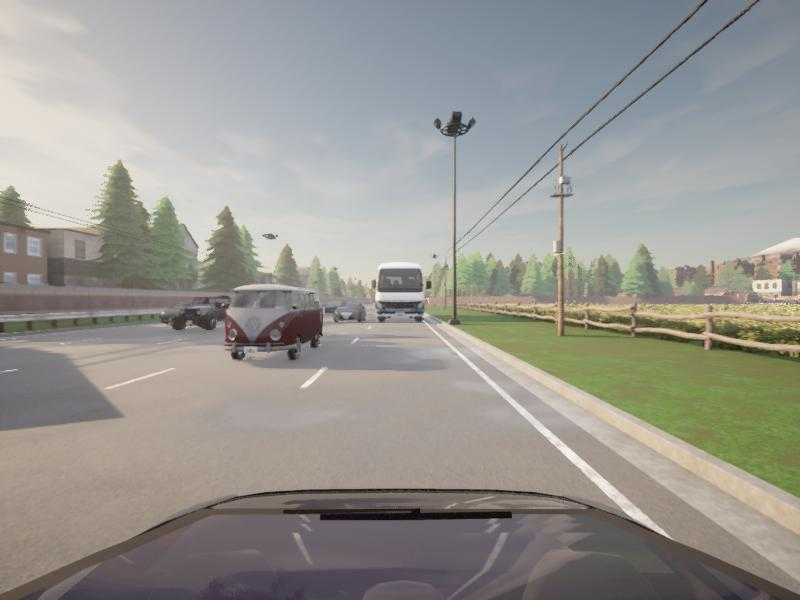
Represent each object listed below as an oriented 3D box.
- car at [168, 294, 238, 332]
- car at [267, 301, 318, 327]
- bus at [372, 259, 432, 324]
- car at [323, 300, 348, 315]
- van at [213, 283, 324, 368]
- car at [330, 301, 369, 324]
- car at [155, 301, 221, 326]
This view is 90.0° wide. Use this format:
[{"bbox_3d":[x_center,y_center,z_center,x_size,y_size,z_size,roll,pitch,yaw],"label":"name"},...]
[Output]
[{"bbox_3d":[-10.501,0.642,21.680,1.905,1.878,3.866,0,0,0],"label":"car"},{"bbox_3d":[-6.997,0.820,26.534,2.038,1.542,4.974,0,0,0],"label":"car"},{"bbox_3d":[0.122,-0.540,31.185,3.944,4.253,10.273,0,0,0],"label":"bus"},{"bbox_3d":[-6.998,0.815,43.781,1.882,1.535,5.008,0,0,0],"label":"car"},{"bbox_3d":[-3.500,0.597,11.583,1.775,1.987,4.442,0,0,0],"label":"van"},{"bbox_3d":[-3.498,0.829,28.468,2.128,1.511,4.902,0,0,0],"label":"car"},{"bbox_3d":[-13.998,0.823,26.760,2.007,1.525,4.514,0,0,0],"label":"car"}]
